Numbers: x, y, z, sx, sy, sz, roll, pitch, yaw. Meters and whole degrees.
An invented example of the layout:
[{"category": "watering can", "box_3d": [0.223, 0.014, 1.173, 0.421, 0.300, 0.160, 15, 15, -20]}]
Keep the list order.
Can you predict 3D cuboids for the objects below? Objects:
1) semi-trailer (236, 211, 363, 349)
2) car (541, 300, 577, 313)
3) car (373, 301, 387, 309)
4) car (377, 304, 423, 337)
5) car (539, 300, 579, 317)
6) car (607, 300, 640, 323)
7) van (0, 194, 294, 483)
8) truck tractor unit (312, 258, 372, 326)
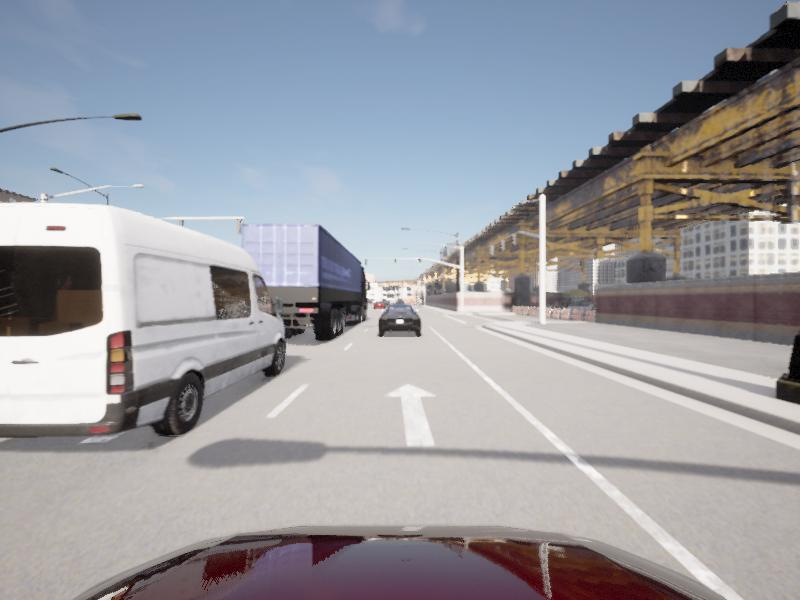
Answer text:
[{"category": "semi-trailer", "box_3d": [-3.878, -0.626, 20.009, 2.717, 4.402, 14.254, 0, 0, 0]}, {"category": "car", "box_3d": [15.968, 0.634, 40.027, 1.853, 1.218, 4.536, 0, 0, 44]}, {"category": "car", "box_3d": [-3.501, 0.843, 70.417, 2.163, 1.488, 4.792, 0, 0, 0]}, {"category": "car", "box_3d": [0.000, 0.904, 19.302, 1.994, 1.385, 4.181, 0, 0, 0]}, {"category": "car", "box_3d": [15.933, 0.791, 39.989, 2.038, 1.542, 4.974, 0, 0, 44]}, {"category": "car", "box_3d": [16.733, 0.793, 30.014, 2.038, 1.542, 4.974, 0, 0, 29]}, {"category": "van", "box_3d": [-3.499, 0.324, 6.511, 1.988, 2.561, 5.915, 0, 0, 0]}, {"category": "truck tractor unit", "box_3d": [-3.825, -0.524, 27.918, 3.053, 4.208, 6.516, 0, 0, 1]}]
